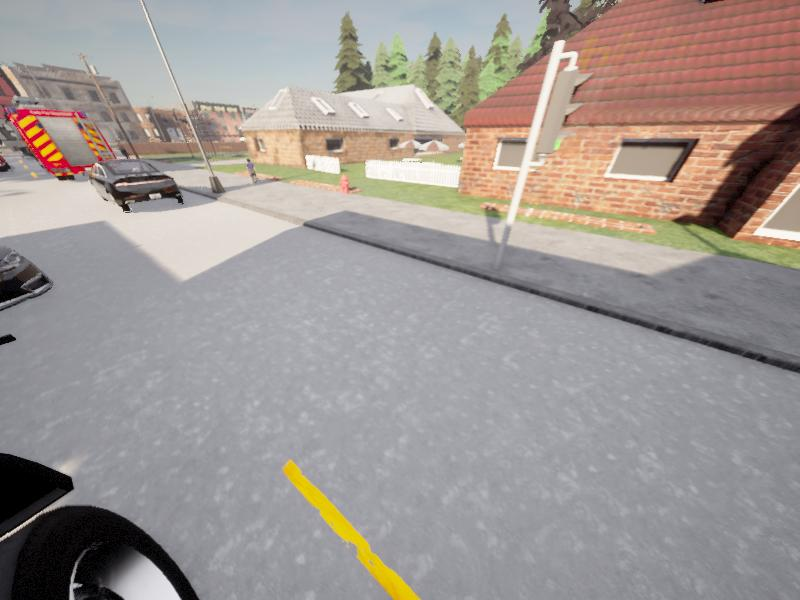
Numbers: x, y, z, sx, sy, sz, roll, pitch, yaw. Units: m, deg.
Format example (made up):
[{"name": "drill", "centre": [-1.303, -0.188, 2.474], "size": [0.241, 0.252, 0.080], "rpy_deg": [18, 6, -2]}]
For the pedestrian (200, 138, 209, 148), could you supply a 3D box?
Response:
[{"name": "pedestrian", "centre": [-43.589, -35.048, 51.468], "size": [0.751, 1.860, 0.751], "rpy_deg": [16, 38, 20]}]

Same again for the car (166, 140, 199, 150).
[{"name": "car", "centre": [-42.646, -30.431, 45.361], "size": [1.851, 1.617, 3.988], "rpy_deg": [22, 41, 28]}]

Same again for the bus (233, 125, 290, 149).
[{"name": "bus", "centre": [-32.949, -39.230, 55.651], "size": [3.944, 4.253, 10.273], "rpy_deg": [22, 41, 28]}]

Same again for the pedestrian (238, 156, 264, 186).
[{"name": "pedestrian", "centre": [-7.860, -6.853, 12.227], "size": [0.751, 1.300, 0.751], "rpy_deg": [-13, 37, -19]}]

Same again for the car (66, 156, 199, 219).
[{"name": "car", "centre": [-10.530, -4.626, 9.080], "size": [4.902, 1.511, 2.128], "rpy_deg": [22, 41, 28]}]

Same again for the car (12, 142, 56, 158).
[{"name": "car", "centre": [-46.344, -19.024, 29.237], "size": [3.806, 1.475, 1.970], "rpy_deg": [17, 38, 22]}]

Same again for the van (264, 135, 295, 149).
[{"name": "van", "centre": [-28.772, -38.046, 55.493], "size": [1.988, 2.561, 5.915], "rpy_deg": [22, 41, 28]}]

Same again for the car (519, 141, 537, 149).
[{"name": "car", "centre": [35.826, -43.453, 64.719], "size": [3.866, 1.878, 1.905], "rpy_deg": [22, 41, 28]}]

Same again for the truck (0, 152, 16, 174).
[{"name": "truck", "centre": [-30.891, -10.553, 16.481], "size": [5.204, 2.467, 2.627], "rpy_deg": [22, 41, 28]}]

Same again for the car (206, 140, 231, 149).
[{"name": "car", "centre": [-38.971, -33.371, 49.637], "size": [1.845, 1.501, 3.633], "rpy_deg": [22, 41, 28]}]

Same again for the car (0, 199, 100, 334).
[{"name": "car", "centre": [-7.926, -0.460, 3.184], "size": [4.902, 1.511, 2.128], "rpy_deg": [7, 35, 9]}]

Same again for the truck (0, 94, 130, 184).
[{"name": "truck", "centre": [-21.773, -10.194, 14.872], "size": [8.468, 3.827, 2.891], "rpy_deg": [22, 41, 28]}]

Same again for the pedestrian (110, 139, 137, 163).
[{"name": "pedestrian", "centre": [-26.047, -14.019, 21.755], "size": [0.751, 1.860, 0.751], "rpy_deg": [20, 40, 26]}]

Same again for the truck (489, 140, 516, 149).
[{"name": "truck", "centre": [28.671, -43.649, 64.730], "size": [6.274, 2.098, 2.390], "rpy_deg": [22, 41, 28]}]
